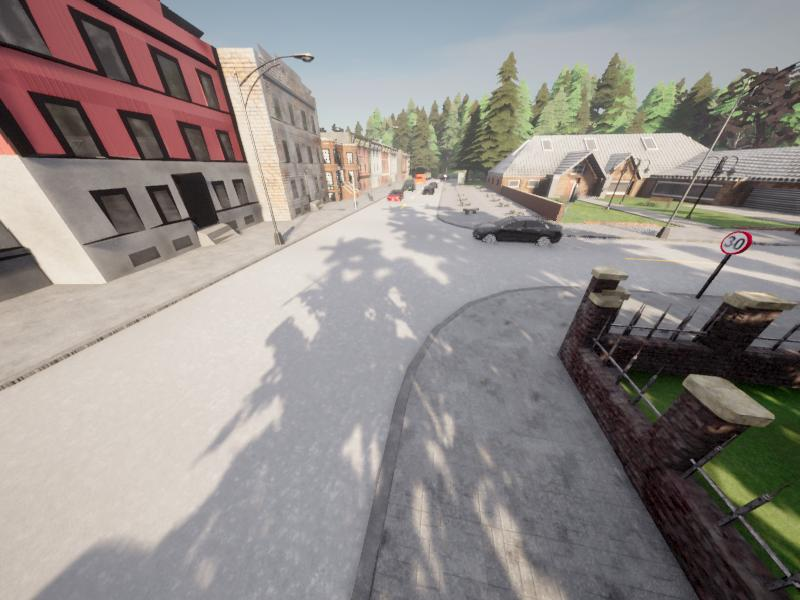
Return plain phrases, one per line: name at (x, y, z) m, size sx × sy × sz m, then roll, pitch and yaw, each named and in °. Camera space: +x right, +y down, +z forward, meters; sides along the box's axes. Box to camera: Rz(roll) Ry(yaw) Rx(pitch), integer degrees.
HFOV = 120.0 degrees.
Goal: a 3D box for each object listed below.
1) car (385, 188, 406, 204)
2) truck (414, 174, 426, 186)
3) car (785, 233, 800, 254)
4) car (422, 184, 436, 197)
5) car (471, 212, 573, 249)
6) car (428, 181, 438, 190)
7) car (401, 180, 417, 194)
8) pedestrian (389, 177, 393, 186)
car at (-0.540, -14.555, 32.201) m, size 2.007 × 1.525 × 4.514 m, roll 5°, pitch 30°, yaw 9°
truck at (5.322, -31.445, 60.437) m, size 2.627 × 2.467 × 5.204 m, roll 5°, pitch 30°, yaw 9°
car at (23.408, -2.719, 11.047) m, size 4.611 × 1.667 × 2.242 m, roll 6°, pitch 31°, yaw 10°
car at (4.989, -18.722, 39.370) m, size 1.837 × 1.490 × 4.892 m, roll 5°, pitch 30°, yaw 9°
car at (6.925, -4.199, 13.783) m, size 4.892 × 1.490 × 1.837 m, roll 6°, pitch 31°, yaw 11°
car at (7.252, -25.006, 50.366) m, size 1.994 × 1.385 × 4.181 m, roll 5°, pitch 30°, yaw 9°
car at (1.720, -21.176, 43.085) m, size 2.150 × 2.045 × 5.566 m, roll 5°, pitch 30°, yaw 9°
pedestrian at (-2.010, -27.032, 52.709) m, size 0.751 × 1.860 × 0.751 m, roll 6°, pitch 31°, yaw 10°
